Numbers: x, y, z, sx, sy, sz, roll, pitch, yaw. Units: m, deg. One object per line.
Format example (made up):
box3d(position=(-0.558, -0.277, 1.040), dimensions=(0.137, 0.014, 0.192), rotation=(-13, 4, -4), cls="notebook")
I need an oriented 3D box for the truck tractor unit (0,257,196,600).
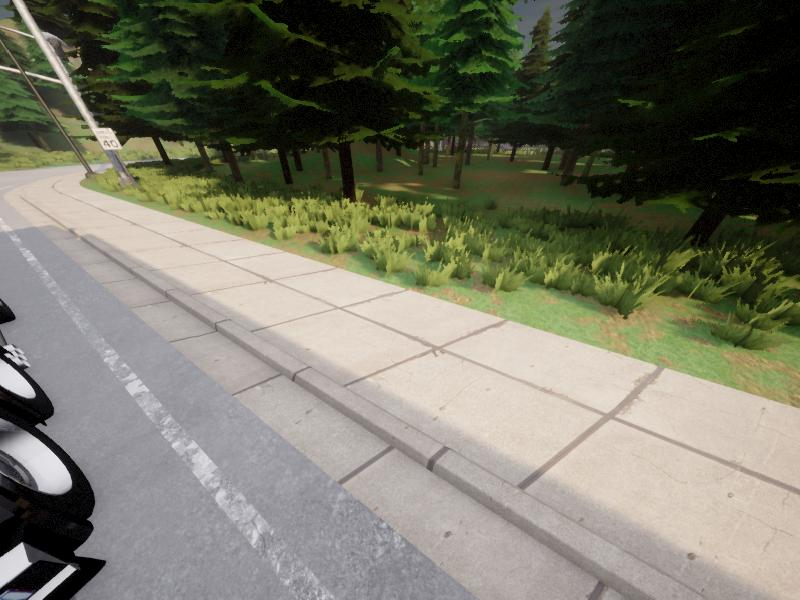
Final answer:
box3d(position=(-5.099, -0.312, 0.797), dimensions=(6.516, 4.208, 3.053), rotation=(19, 39, 25), cls="truck tractor unit")
